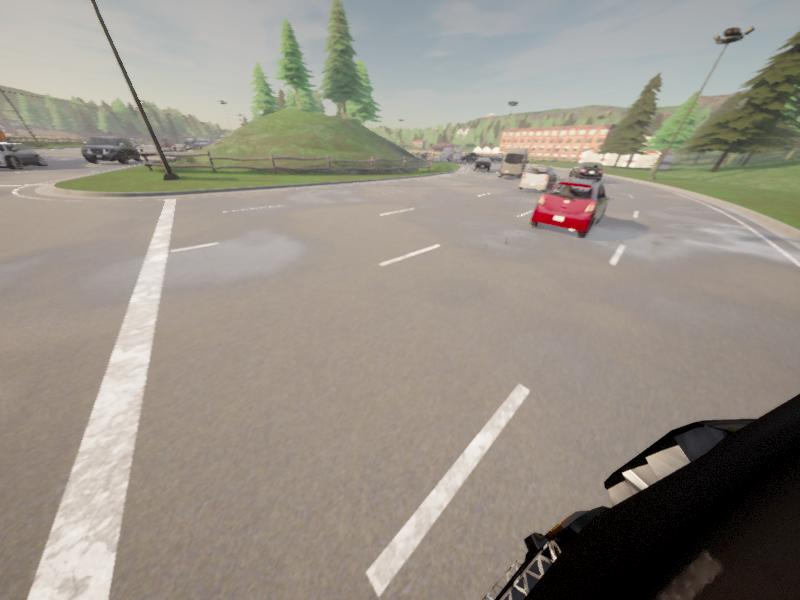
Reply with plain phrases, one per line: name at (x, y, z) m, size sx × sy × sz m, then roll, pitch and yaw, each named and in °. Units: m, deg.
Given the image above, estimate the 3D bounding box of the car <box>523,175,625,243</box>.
car at (6.180, -3.407, 8.157) m, size 1.845 × 1.501 × 3.633 m, roll 29°, pitch 42°, yaw 34°

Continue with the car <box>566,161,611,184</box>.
car at (19.246, -13.321, 23.917) m, size 2.242 × 1.667 × 4.611 m, roll 14°, pitch 35°, yaw 17°

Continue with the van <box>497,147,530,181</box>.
van at (11.750, -14.010, 23.669) m, size 1.988 × 2.561 × 5.915 m, roll 18°, pitch 37°, yaw 20°

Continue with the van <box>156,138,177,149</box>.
van at (-52.415, -35.196, 51.927) m, size 1.775 × 1.987 × 4.442 m, roll -14°, pitch 37°, yaw -23°

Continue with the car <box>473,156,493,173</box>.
car at (10.949, -18.063, 30.564) m, size 1.930 × 1.638 × 5.238 m, roll 12°, pitch 34°, yaw 13°

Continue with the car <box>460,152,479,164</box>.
car at (14.502, -29.996, 48.641) m, size 1.905 × 1.878 × 3.866 m, roll -6°, pitch 34°, yaw -13°

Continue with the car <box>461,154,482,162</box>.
car at (17.953, -35.785, 58.041) m, size 2.128 × 1.511 × 4.902 m, roll -13°, pitch 37°, yaw -23°

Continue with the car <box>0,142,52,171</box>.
car at (-26.410, -9.570, 15.345) m, size 1.970 × 1.475 × 3.806 m, roll -14°, pitch 37°, yaw -23°

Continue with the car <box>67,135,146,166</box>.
car at (-25.735, -13.393, 20.660) m, size 2.150 × 2.045 × 5.566 m, roll -14°, pitch 37°, yaw -23°

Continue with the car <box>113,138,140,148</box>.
car at (-59.095, -33.973, 49.986) m, size 2.038 × 1.542 × 4.974 m, roll -14°, pitch 37°, yaw -23°

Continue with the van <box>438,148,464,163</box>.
van at (10.672, -30.947, 49.335) m, size 2.351 × 2.431 × 6.366 m, roll -7°, pitch 35°, yaw -16°

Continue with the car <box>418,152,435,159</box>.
car at (7.194, -39.537, 63.030) m, size 2.033 × 1.411 × 5.357 m, roll -13°, pitch 37°, yaw -23°

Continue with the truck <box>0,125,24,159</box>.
truck at (-36.193, -13.093, 17.895) m, size 2.891 × 3.827 × 8.468 m, roll -14°, pitch 37°, yaw -23°

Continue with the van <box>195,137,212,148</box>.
van at (-59.244, -47.546, 69.755) m, size 2.351 × 2.431 × 6.366 m, roll -14°, pitch 37°, yaw -23°

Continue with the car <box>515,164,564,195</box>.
car at (9.657, -8.393, 15.940) m, size 1.845 × 1.501 × 3.633 m, roll 26°, pitch 40°, yaw 30°

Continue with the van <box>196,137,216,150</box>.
van at (-47.381, -38.321, 56.588) m, size 2.351 × 2.431 × 6.366 m, roll -14°, pitch 37°, yaw -23°

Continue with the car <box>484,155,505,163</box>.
car at (22.848, -34.367, 56.170) m, size 1.837 × 1.490 × 4.892 m, roll -11°, pitch 36°, yaw -19°
